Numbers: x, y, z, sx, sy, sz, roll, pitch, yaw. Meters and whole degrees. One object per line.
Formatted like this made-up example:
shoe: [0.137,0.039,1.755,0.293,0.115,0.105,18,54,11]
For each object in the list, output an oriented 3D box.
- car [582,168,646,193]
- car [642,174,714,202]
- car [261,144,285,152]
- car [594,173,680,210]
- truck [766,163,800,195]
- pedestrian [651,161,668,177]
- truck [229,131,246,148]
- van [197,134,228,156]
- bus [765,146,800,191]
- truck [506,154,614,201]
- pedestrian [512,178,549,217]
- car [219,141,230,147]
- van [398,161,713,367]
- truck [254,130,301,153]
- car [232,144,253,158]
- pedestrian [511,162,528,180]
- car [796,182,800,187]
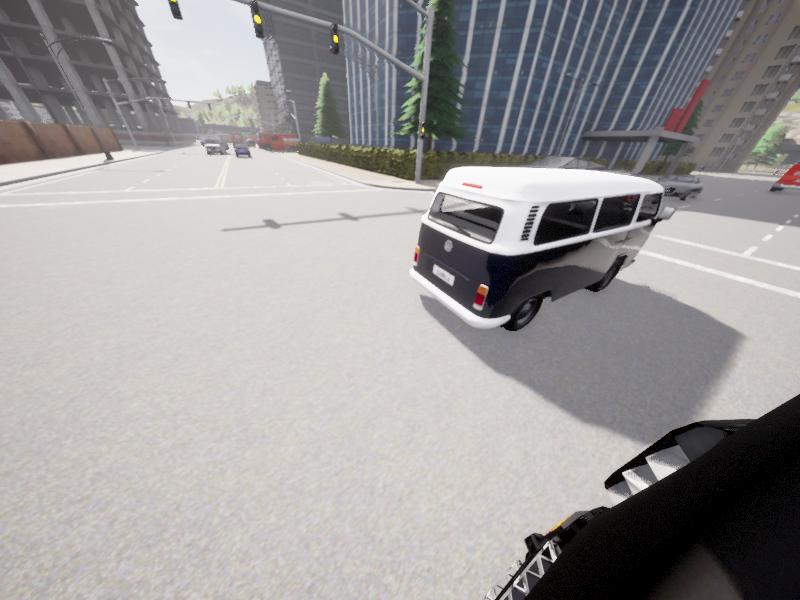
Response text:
car: [16.802,-9.432,18.132,4.674,1.442,1.812,-16,38,-26]
car: [19.356,-7.895,16.088,4.181,1.385,1.994,-17,38,-27]
car: [-30.298,-36.473,55.348,4.718,1.301,1.895,-17,38,-27]
car: [13.310,-6.215,12.986,4.193,1.474,1.816,-16,38,-26]
truck: [39.409,-11.803,22.551,5.204,2.467,2.627,-16,38,-26]
pedestrian: [36.791,-18.550,32.738,0.751,1.860,0.751,-17,38,-27]
truck: [-47.253,-46.851,67.348,2.891,3.827,8.468,-16,38,-26]
van: [-27.817,-23.224,34.585,2.351,2.431,6.366,-15,37,-24]
bus: [47.681,-14.959,26.347,10.273,4.253,3.944,-16,38,-26]
truck: [10.019,-7.774,14.509,6.274,2.098,2.390,-16,38,-26]
pedestrian: [5.274,-4.170,9.413,0.751,1.300,0.751,30,42,35]
car: [-48.840,-43.457,64.396,1.895,1.301,4.718,-16,38,-26]
van: [2.466,-1.099,3.974,4.480,2.038,2.069,-16,38,-26]
truck: [-27.657,-36.036,52.613,8.468,3.827,2.891,-17,38,-27]
car: [-22.391,-21.244,32.847,2.007,1.525,4.514,-15,38,-25]
pedestrian: [10.481,-11.311,20.273,0.751,1.300,0.751,-16,38,-26]
car: [56.964,-16.422,31.700,5.366,1.575,1.801,-16,38,-26]
